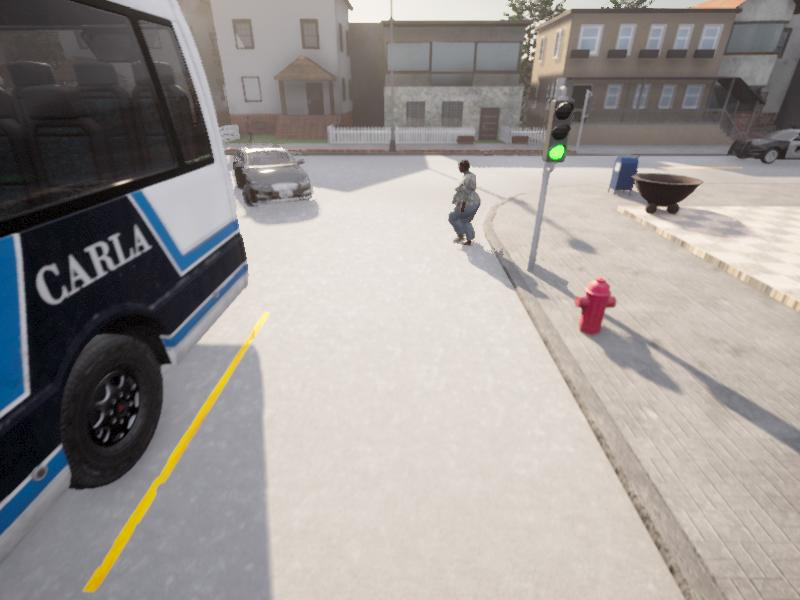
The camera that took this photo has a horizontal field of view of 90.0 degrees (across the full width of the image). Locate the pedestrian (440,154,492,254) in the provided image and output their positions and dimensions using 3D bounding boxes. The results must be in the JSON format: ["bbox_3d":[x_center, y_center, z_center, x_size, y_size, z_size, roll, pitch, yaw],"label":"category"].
[{"bbox_3d":[1.380,-2.032,8.451,0.751,1.860,0.751,14,30,25],"label":"pedestrian"}]

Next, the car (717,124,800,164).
[{"bbox_3d":[19.254,-7.709,19.748,5.238,1.638,1.930,0,27,0],"label":"car"}]

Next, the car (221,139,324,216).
[{"bbox_3d":[-4.353,-4.237,13.171,2.128,1.511,4.902,-13,30,-25],"label":"car"}]

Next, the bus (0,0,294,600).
[{"bbox_3d":[-3.807,0.569,0.849,3.944,4.253,10.273,1,27,2],"label":"bus"}]

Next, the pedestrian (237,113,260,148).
[{"bbox_3d":[-9.056,-10.136,23.971,0.751,1.860,0.751,3,27,6],"label":"pedestrian"}]

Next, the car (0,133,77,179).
[{"bbox_3d":[-16.906,-6.004,16.589,4.974,1.542,2.038,1,27,1],"label":"car"}]
